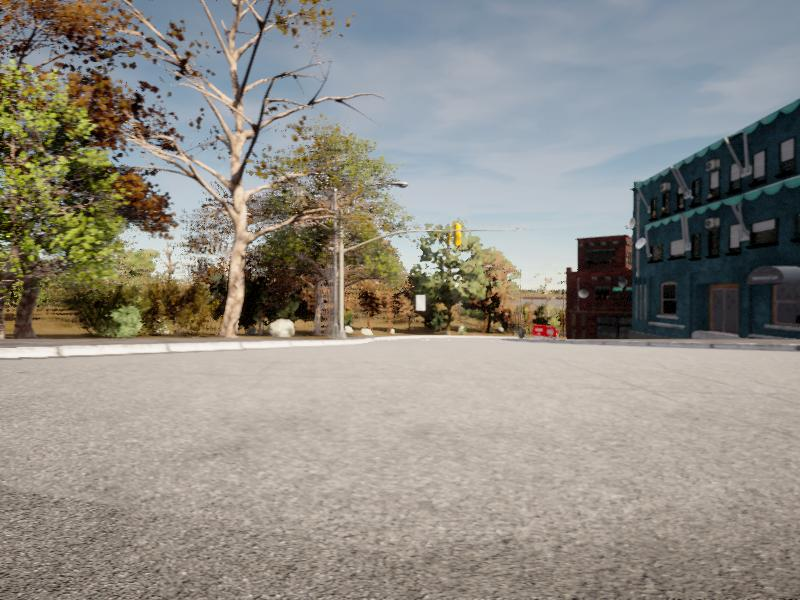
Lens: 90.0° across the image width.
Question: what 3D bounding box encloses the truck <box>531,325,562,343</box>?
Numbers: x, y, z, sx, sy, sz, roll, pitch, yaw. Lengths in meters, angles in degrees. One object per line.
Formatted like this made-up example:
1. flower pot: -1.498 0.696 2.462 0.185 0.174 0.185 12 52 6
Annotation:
1. truck: 23.501 5.408 64.158 5.204 2.467 2.627 8 -5 -44
